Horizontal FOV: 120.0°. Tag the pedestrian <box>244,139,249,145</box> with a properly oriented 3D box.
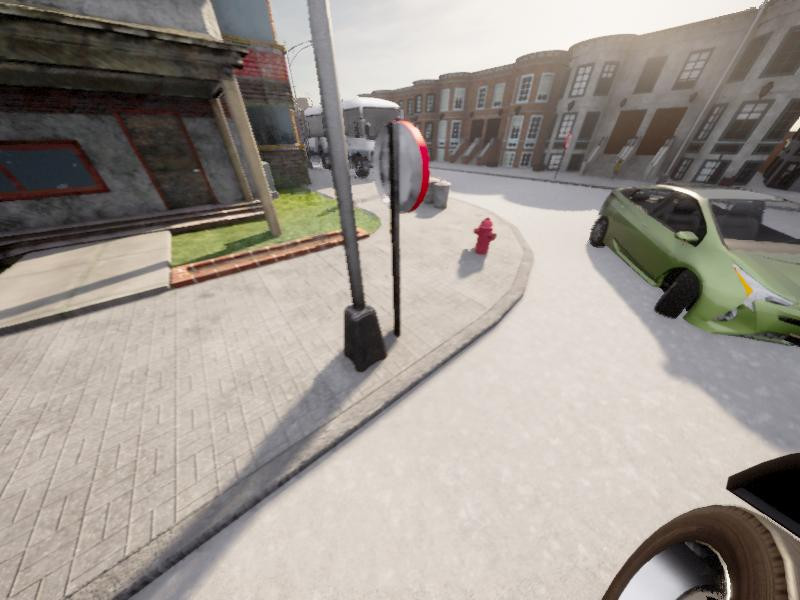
[{"bbox_3d":[-54.175,-55.609,81.384,0.751,1.860,0.751,-26,42,-31],"label":"pedestrian"}]

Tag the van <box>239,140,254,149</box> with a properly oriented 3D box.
[{"bbox_3d":[-41.843,-42.278,62.828,2.069,2.038,4.480,-25,42,-30],"label":"van"}]

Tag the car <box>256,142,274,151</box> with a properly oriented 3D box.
[{"bbox_3d":[-29.242,-33.134,49.870,1.801,1.575,5.366,-25,42,-30],"label":"car"}]

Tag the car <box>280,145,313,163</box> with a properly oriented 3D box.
[{"bbox_3d":[-12.123,-17.090,26.950,1.837,1.490,4.892,-25,42,-30],"label":"car"}]

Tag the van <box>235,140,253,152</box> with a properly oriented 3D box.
[{"bbox_3d":[-31.875,-31.503,47.221,1.775,1.987,4.442,-24,42,-31],"label":"van"}]

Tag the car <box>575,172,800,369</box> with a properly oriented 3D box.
[{"bbox_3d":[5.270,-1.070,4.059,2.007,1.525,4.514,9,36,13],"label":"car"}]

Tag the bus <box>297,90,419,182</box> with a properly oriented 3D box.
[{"bbox_3d":[-3.560,-12.147,17.475,3.944,4.253,10.273,-25,42,-30],"label":"bus"}]

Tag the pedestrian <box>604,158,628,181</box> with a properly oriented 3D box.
[{"bbox_3d":[12.367,-7.487,13.250,0.500,1.100,0.500,-17,39,-23],"label":"pedestrian"}]
